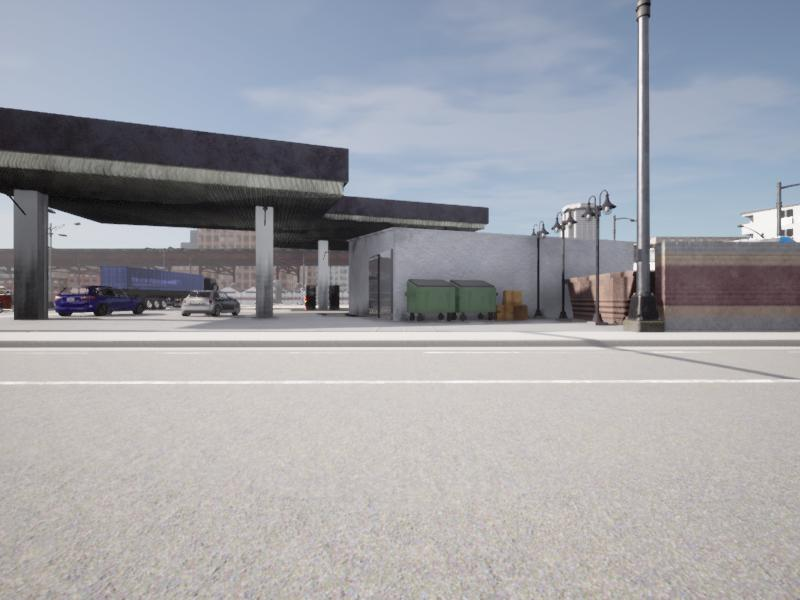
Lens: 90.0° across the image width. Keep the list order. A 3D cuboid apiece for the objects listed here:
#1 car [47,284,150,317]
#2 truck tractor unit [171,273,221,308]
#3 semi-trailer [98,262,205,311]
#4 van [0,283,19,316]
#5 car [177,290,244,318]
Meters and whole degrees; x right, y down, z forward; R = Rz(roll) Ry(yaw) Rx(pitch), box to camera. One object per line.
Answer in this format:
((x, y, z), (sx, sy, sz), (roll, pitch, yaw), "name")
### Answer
((-16.492, 0.038, 22.265), (2.242, 1.667, 4.611), (0, 0, 1), "car")
((-26.058, -1.116, 51.478), (3.053, 4.208, 6.516), (0, 0, 1), "truck tractor unit")
((-26.114, -1.218, 43.566), (2.717, 4.402, 14.254), (0, 0, 0), "semi-trailer")
((-26.187, -0.029, 24.142), (2.069, 2.038, 4.480), (0, 0, 0), "van")
((-10.744, 0.199, 23.004), (1.970, 1.475, 3.806), (0, 0, 1), "car")
